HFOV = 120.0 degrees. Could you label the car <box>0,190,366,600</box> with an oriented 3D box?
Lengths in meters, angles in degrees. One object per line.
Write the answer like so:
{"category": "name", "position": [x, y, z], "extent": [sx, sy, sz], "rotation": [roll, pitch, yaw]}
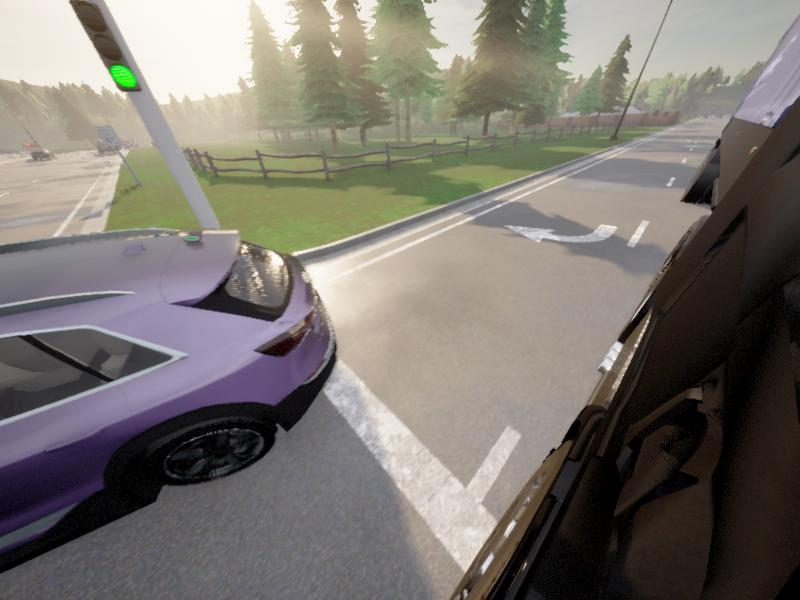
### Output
{"category": "car", "position": [-2.968, 0.659, 1.602], "extent": [4.856, 1.649, 2.033], "rotation": [-18, 41, -19]}

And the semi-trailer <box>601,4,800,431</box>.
{"category": "semi-trailer", "position": [8.515, -3.729, 4.394], "extent": [14.254, 4.402, 2.717], "rotation": [-30, 45, -32]}

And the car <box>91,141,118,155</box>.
{"category": "car", "position": [-56.758, -29.290, 44.514], "extent": [2.150, 2.045, 5.566], "rotation": [-30, 45, -32]}

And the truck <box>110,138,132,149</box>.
{"category": "truck", "position": [-81.551, -45.729, 67.596], "extent": [2.627, 2.467, 5.204], "rotation": [-26, 43, -27]}

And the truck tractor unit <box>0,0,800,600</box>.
{"category": "truck tractor unit", "position": [2.645, -0.295, 0.352], "extent": [6.516, 4.208, 3.053], "rotation": [-28, 44, -30]}

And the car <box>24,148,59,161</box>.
{"category": "car", "position": [-57.887, -23.572, 37.421], "extent": [1.837, 1.490, 4.892], "rotation": [-30, 45, -32]}
